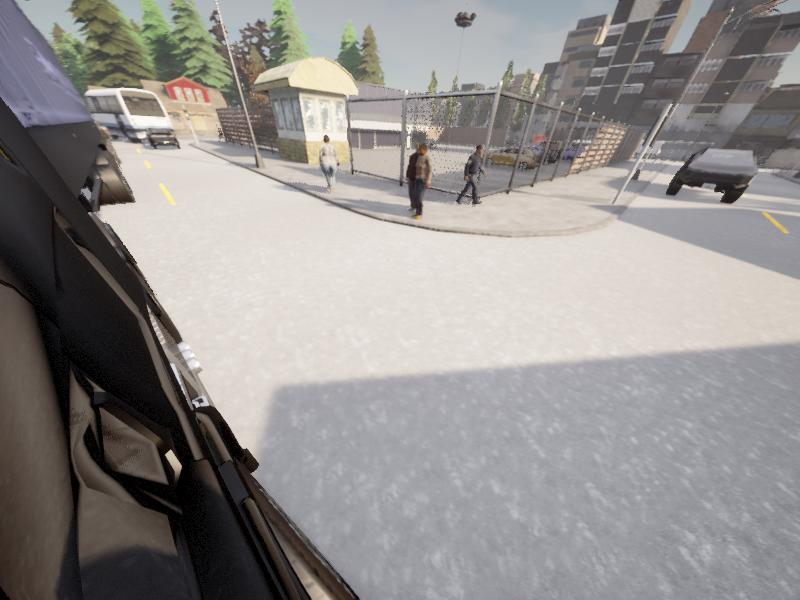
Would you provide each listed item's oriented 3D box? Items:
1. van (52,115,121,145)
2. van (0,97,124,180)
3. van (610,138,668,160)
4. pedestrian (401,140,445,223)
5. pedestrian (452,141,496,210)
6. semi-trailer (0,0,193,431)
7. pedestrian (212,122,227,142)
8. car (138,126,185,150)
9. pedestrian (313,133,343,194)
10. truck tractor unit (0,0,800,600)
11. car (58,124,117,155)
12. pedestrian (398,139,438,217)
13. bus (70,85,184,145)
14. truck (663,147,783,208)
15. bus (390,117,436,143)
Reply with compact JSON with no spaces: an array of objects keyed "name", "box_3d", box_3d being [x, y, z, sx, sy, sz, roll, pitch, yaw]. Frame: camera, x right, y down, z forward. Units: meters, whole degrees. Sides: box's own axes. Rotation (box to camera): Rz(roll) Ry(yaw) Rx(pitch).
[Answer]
[{"name":"van","box_3d":[-28.768,-15.634,21.270,4.442,1.987,1.775,16,38,17]},{"name":"van","box_3d":[-15.247,-7.630,10.868,1.988,2.561,5.915,-28,46,-35]},{"name":"van","box_3d":[39.213,-24.973,38.125,1.988,2.561,5.915,-25,45,-33]},{"name":"pedestrian","box_3d":[0.559,-3.166,6.247,0.751,1.860,0.751,-13,39,-21]},{"name":"pedestrian","box_3d":[2.398,-4.091,7.629,0.751,1.860,0.751,29,44,31]},{"name":"semi-trailer","box_3d":[-8.317,-3.825,4.589,2.717,4.402,14.254,-29,47,-36]},{"name":"pedestrian","box_3d":[-21.207,-19.667,27.135,0.751,1.860,0.751,-22,43,-30]},{"name":"car","box_3d":[-21.335,-14.510,20.651,2.128,1.511,4.902,-28,46,-35]},{"name":"pedestrian","box_3d":[-2.637,-5.041,8.573,0.751,1.860,0.751,-7,38,-13]},{"name":"truck tractor unit","box_3d":[-2.645,-0.295,0.351,6.516,4.208,3.053,28,44,30]},{"name":"car","box_3d":[-21.553,-11.184,16.087,1.789,1.549,3.705,-29,47,-36]},{"name":"pedestrian","box_3d":[0.497,-3.531,6.738,0.751,1.860,0.751,20,40,21]},{"name":"bus","box_3d":[-28.670,-19.320,24.369,10.273,4.253,3.944,22,40,23]},{"name":"truck","box_3d":[16.321,-6.665,12.087,6.274,2.098,2.390,-28,46,-35]},{"name":"bus","box_3d":[3.035,-37.771,51.571,10.273,4.253,3.944,-28,46,-35]}]
